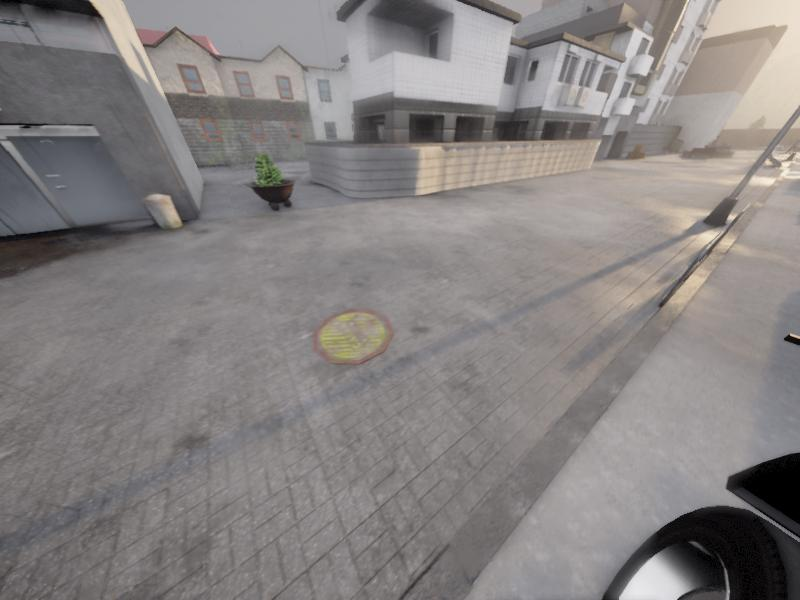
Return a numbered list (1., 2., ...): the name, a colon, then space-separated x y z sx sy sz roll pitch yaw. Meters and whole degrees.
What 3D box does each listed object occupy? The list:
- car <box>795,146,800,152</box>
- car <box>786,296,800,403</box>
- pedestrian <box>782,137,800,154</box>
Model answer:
1. car: 64.141 -23.183 34.674 2.097 1.767 4.553 -22 40 -27
2. car: 6.552 0.173 2.485 4.718 1.301 1.895 -21 40 -27
3. pedestrian: 52.968 -20.675 30.935 0.751 1.860 0.751 -2 35 -3
